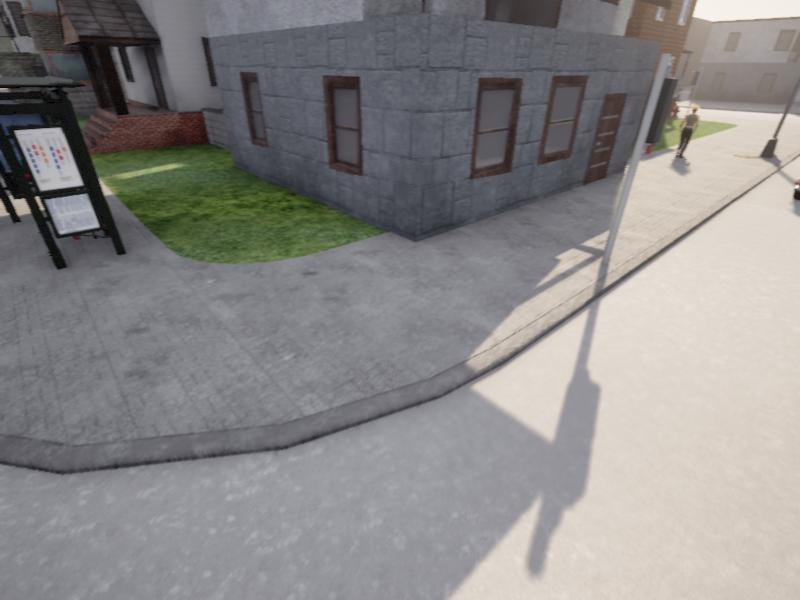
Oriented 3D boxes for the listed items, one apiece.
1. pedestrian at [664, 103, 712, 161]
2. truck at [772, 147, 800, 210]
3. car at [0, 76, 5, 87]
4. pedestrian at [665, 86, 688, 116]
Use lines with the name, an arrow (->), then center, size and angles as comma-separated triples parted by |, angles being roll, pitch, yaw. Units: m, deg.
pedestrian -> 10.583, -6.189, 14.729 | 0.751, 1.860, 0.751 | -25, 39, -37
truck -> 12.583, -3.912, 10.525 | 5.204, 2.467, 2.627 | -24, 38, -35
car -> -60.847, -31.790, 58.279 | 1.994, 1.385, 4.181 | 22, 36, 32
pedestrian -> 19.773, -14.234, 28.663 | 0.751, 1.860, 0.751 | 14, 33, 22
